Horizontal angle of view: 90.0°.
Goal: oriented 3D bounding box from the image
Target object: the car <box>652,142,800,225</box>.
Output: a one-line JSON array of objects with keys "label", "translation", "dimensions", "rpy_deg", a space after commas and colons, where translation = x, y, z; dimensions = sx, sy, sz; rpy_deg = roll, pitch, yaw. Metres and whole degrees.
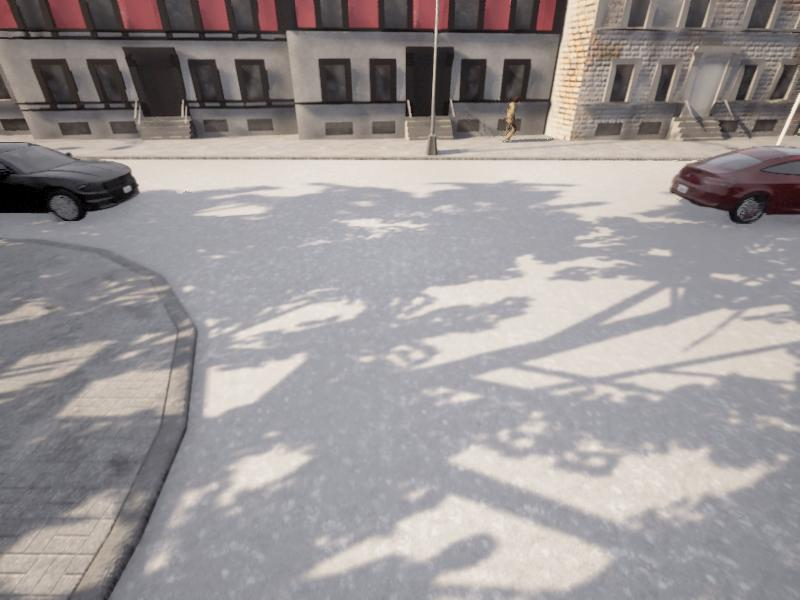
[{"label": "car", "translation": [8.876, -2.725, 9.222], "dimensions": [4.674, 1.442, 1.812], "rpy_deg": [0, 30, 0]}]

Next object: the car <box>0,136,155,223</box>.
[{"label": "car", "translation": [-8.958, -2.862, 9.357], "dimensions": [5.008, 1.535, 1.882], "rpy_deg": [0, 30, 1]}]

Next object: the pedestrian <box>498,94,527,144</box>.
[{"label": "pedestrian", "translation": [4.746, -7.682, 17.022], "dimensions": [0.751, 1.860, 0.751], "rpy_deg": [-2, 30, -4]}]
